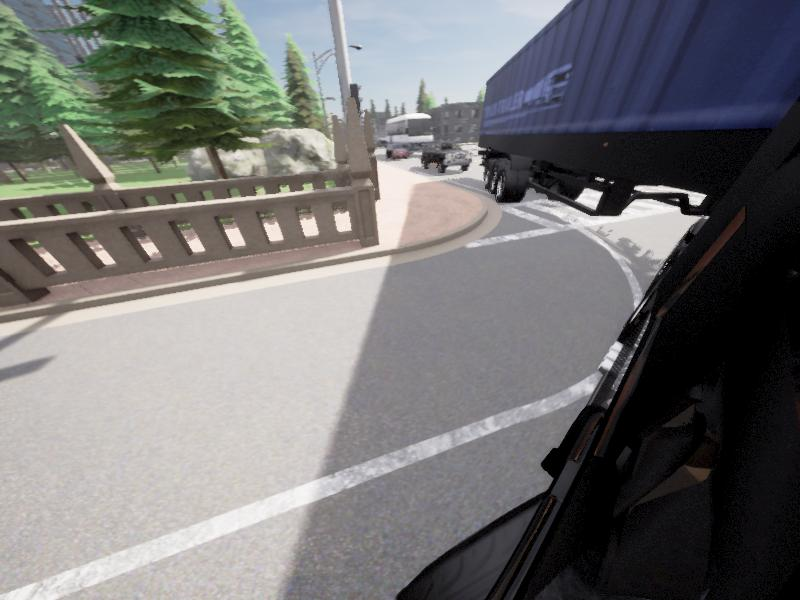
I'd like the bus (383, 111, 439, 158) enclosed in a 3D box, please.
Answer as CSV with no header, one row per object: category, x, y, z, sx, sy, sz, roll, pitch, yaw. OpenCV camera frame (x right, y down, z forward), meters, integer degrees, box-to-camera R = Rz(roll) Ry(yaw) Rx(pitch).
bus,1.067,-21.629,30.476,3.944,4.253,10.273,-12,36,-12

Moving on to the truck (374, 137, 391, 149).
truck,-4.100,-36.748,54.036,2.390,2.098,6.274,-13,36,-12

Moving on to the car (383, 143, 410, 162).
car,-0.440,-16.357,25.543,1.845,1.501,3.633,-13,36,-13

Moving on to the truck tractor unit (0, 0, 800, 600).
truck tractor unit,2.645,-0.295,0.352,6.516,4.208,3.053,-28,44,-30

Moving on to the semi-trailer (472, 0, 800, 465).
semi-trailer,4.695,-4.652,6.121,2.717,4.402,14.254,2,36,6

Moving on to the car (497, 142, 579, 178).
car,7.772,-8.298,13.508,1.845,1.501,3.633,-13,36,-13

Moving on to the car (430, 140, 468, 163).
car,4.510,-14.201,22.022,1.851,1.617,3.988,-13,36,-12

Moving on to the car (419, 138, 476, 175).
car,3.073,-10.125,16.180,1.932,1.855,4.605,-13,36,-12
